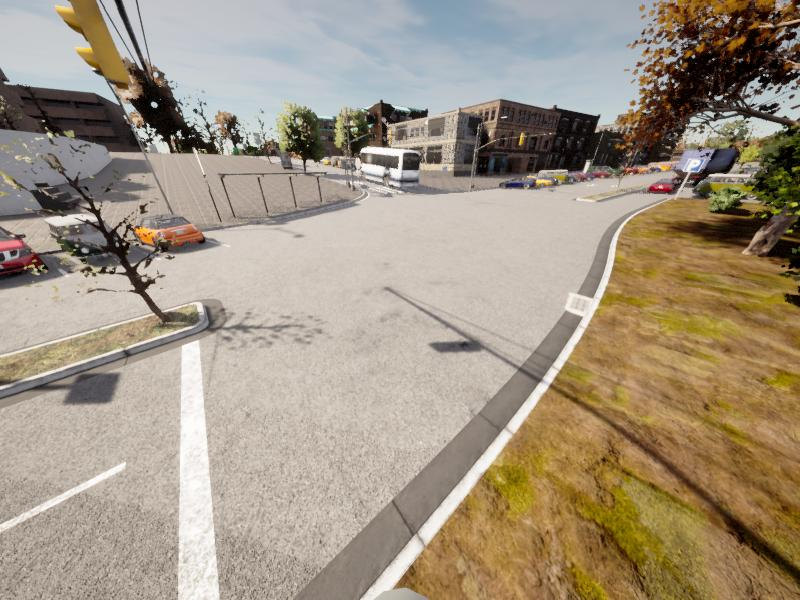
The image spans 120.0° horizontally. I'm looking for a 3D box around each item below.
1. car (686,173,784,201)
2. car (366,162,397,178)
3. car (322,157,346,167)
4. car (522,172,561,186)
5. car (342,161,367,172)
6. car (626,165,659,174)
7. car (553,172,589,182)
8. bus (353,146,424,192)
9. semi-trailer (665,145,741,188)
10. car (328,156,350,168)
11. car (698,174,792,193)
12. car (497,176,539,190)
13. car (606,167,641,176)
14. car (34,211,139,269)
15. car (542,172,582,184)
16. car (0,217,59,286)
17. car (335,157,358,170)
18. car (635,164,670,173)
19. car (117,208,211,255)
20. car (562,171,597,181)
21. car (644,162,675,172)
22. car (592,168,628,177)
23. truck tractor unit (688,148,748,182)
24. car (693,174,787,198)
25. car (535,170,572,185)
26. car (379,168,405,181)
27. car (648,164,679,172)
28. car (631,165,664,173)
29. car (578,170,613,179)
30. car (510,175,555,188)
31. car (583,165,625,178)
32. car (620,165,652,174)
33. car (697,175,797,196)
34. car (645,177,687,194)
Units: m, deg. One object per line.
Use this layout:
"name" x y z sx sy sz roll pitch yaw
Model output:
"car" 30.571 -10.506 21.390 4.442 1.987 1.878 20 38 31
"car" -3.124 -22.424 39.795 2.435 2.045 5.566 21 37 23
"car" -14.577 -30.665 51.280 1.946 1.575 5.366 21 37 23
"car" 21.562 -18.424 35.211 4.553 1.767 2.185 19 36 31
"car" -8.914 -26.385 45.522 2.231 1.521 4.892 21 37 23
"car" 54.944 -29.664 52.587 4.892 1.521 2.231 22 38 35
"car" 29.144 -21.005 39.471 4.674 1.452 2.002 19 37 32
"bus" -1.938 -17.911 31.207 3.944 4.253 10.273 -22 42 -33
"semi-trailer" 42.098 -18.575 31.903 14.254 4.402 2.717 -19 35 -27
"car" -12.791 -29.317 49.059 1.878 1.987 4.442 21 37 23
"car" 37.900 -13.039 25.682 5.366 1.575 1.946 21 38 31
"car" 16.543 -16.502 32.563 4.792 1.488 2.163 18 36 31
"car" 47.102 -27.159 48.787 5.008 1.535 2.097 21 38 34
"car" -16.054 -3.211 11.856 4.442 1.987 1.878 15 34 27
"car" 26.611 -20.140 38.075 4.892 1.521 2.231 19 36 32
"car" -18.453 -2.226 10.271 5.566 2.045 2.435 15 34 27
"car" -10.866 -27.919 47.185 1.878 1.987 4.442 21 37 23
"car" 60.044 -31.365 55.174 5.366 1.575 1.946 22 38 35
"car" -13.789 -4.164 13.541 4.553 1.767 2.185 15 35 27
"car" 31.680 -21.906 40.851 4.674 1.452 2.002 19 36 32
"car" 62.903 -32.281 56.119 4.442 1.987 1.878 22 38 35
"car" 41.921 -25.455 46.197 5.008 1.535 2.097 20 37 33
"truck tractor unit" 48.787 -20.815 35.493 6.516 4.208 3.053 -19 35 -26
"car" 33.092 -11.306 22.797 4.553 1.767 2.185 20 37 31
"car" 24.186 -19.390 36.497 4.442 1.987 1.878 19 36 31
"car" -1.231 -20.775 38.067 2.002 1.452 4.674 21 37 23
"car" 65.429 -32.912 57.548 4.792 1.488 2.163 22 38 35
"car" 57.558 -30.497 53.847 5.008 1.535 2.097 22 37 35
"car" 36.781 -23.674 43.552 4.674 1.452 2.002 20 37 33
"car" 19.246 -17.332 33.735 5.366 1.575 1.946 18 36 31
"car" 39.365 -24.796 44.732 5.566 2.045 2.435 20 37 33
"car" 52.328 -28.939 51.258 4.553 1.767 2.185 21 38 34
"car" 35.730 -12.037 24.127 5.366 1.575 1.946 21 37 31
"car" 30.107 -12.980 26.131 4.181 1.385 1.994 -20 36 -28
